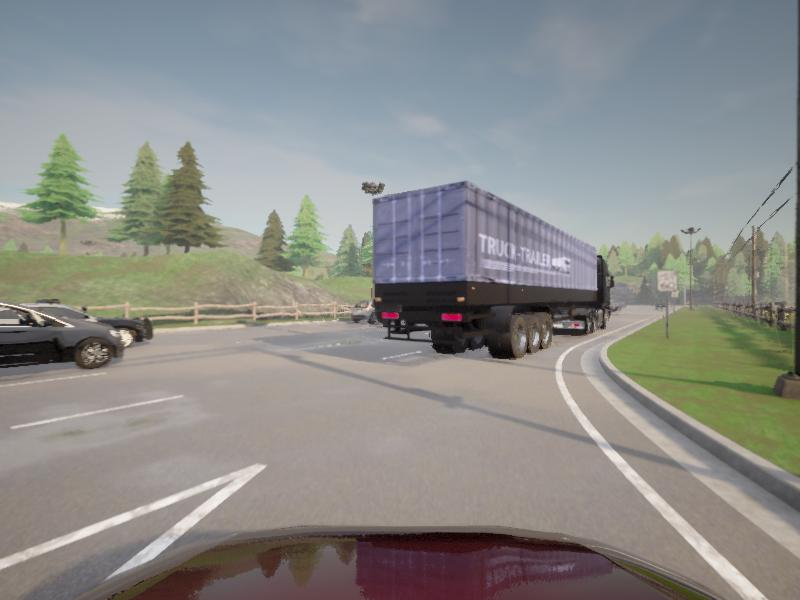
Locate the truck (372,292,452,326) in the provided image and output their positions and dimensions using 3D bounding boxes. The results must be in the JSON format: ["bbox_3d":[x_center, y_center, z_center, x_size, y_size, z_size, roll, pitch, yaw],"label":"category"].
[{"bbox_3d":[1.010,0.580,27.725,2.390,2.098,6.274,0,0,36],"label":"truck"}]

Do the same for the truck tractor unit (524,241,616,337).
[{"bbox_3d":[9.169,-0.491,21.095,3.053,4.208,6.516,0,0,36],"label":"truck tractor unit"}]

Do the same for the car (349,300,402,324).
[{"bbox_3d":[-1.757,0.828,29.866,1.851,1.617,3.988,0,0,36],"label":"car"}]

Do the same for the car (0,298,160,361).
[{"bbox_3d":[-10.494,0.785,12.089,1.930,1.638,5.238,0,0,36],"label":"car"}]

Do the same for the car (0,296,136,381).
[{"bbox_3d":[-8.727,0.765,8.586,2.242,1.667,4.611,0,0,36],"label":"car"}]

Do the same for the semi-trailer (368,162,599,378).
[{"bbox_3d":[4.505,-0.597,14.701,2.717,4.402,14.254,0,0,36],"label":"semi-trailer"}]

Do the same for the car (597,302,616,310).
[{"bbox_3d":[35.441,0.999,68.613,2.033,1.411,5.357,0,0,36],"label":"car"}]
